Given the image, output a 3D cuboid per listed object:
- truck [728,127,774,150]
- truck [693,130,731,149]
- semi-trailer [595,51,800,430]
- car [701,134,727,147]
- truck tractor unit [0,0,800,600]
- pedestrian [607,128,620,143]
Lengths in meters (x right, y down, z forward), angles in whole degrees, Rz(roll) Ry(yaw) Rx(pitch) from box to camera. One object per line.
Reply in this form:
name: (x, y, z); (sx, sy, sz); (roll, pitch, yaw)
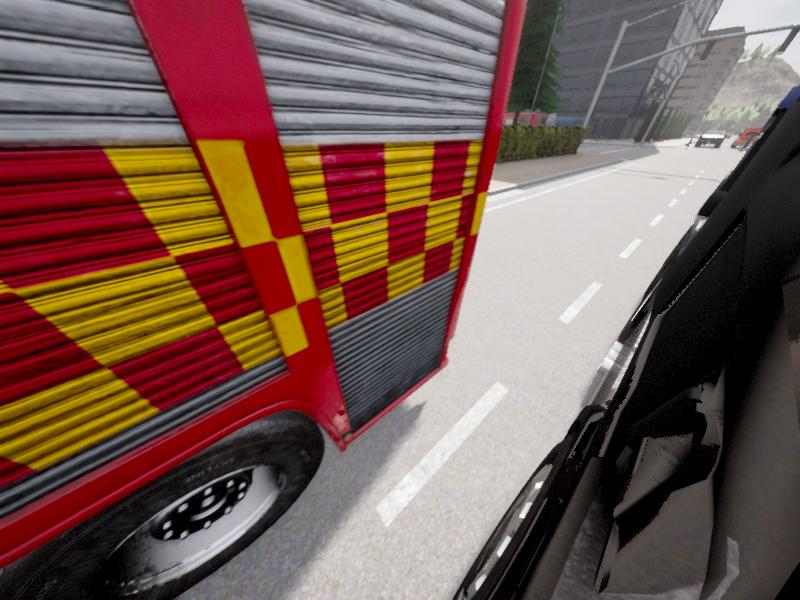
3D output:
truck: (51.066, -23.610, 33.738); (5.204, 2.467, 2.627); (-26, 45, -31)
truck: (46.551, -24.012, 34.431); (6.274, 2.098, 2.390); (-26, 45, -31)
semi-trailer: (8.884, -3.292, 4.291); (14.254, 4.402, 2.717); (-25, 44, -30)
car: (52.574, -26.760, 38.627); (5.366, 1.575, 1.801); (-26, 45, -31)
truck tractor unit: (2.645, -0.295, 0.352); (6.516, 4.208, 3.053); (-28, 43, -30)
pedestrian: (33.699, -25.962, 36.492); (0.751, 1.860, 0.751); (24, 43, 27)
